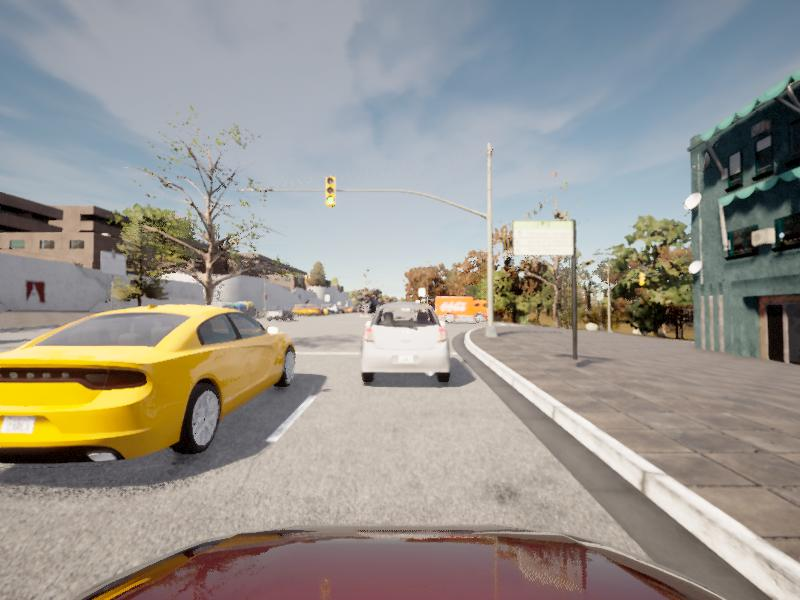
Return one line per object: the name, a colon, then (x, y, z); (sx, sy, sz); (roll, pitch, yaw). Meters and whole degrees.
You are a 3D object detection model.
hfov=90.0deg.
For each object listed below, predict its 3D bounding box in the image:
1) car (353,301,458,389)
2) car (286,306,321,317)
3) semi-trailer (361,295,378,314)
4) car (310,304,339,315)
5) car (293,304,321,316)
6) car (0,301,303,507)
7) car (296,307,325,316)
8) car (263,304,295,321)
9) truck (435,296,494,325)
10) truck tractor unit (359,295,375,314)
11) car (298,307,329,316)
car: (0.121, 0.797, 8.814); (1.845, 1.501, 3.633); (0, 0, 1)
car: (-15.835, 1.879, 65.486); (5.366, 1.575, 1.946); (0, -1, -19)
semi-trailer: (-7.449, 1.199, 99.694); (2.717, 4.402, 14.254); (0, -1, 1)
car: (-15.781, 1.997, 83.301); (5.566, 2.045, 2.435); (0, -1, -19)
car: (-15.859, 1.716, 68.449); (4.442, 1.987, 1.878); (0, -1, -19)
car: (-2.926, 0.803, 5.572); (1.882, 1.535, 5.008); (0, 0, 1)
car: (-15.949, 2.031, 71.372); (4.792, 1.488, 2.163); (0, -1, -19)
car: (-11.317, 1.220, 37.648); (1.845, 1.501, 3.633); (1, -2, 1)
truck: (5.945, 0.968, 37.231); (5.204, 2.467, 2.627); (1, -1, 10)
truck tractor unit: (-7.559, 1.097, 91.777); (3.053, 4.208, 6.516); (0, -2, 1)
car: (-16.055, 2.058, 74.303); (5.366, 1.575, 1.946); (0, -1, -19)
